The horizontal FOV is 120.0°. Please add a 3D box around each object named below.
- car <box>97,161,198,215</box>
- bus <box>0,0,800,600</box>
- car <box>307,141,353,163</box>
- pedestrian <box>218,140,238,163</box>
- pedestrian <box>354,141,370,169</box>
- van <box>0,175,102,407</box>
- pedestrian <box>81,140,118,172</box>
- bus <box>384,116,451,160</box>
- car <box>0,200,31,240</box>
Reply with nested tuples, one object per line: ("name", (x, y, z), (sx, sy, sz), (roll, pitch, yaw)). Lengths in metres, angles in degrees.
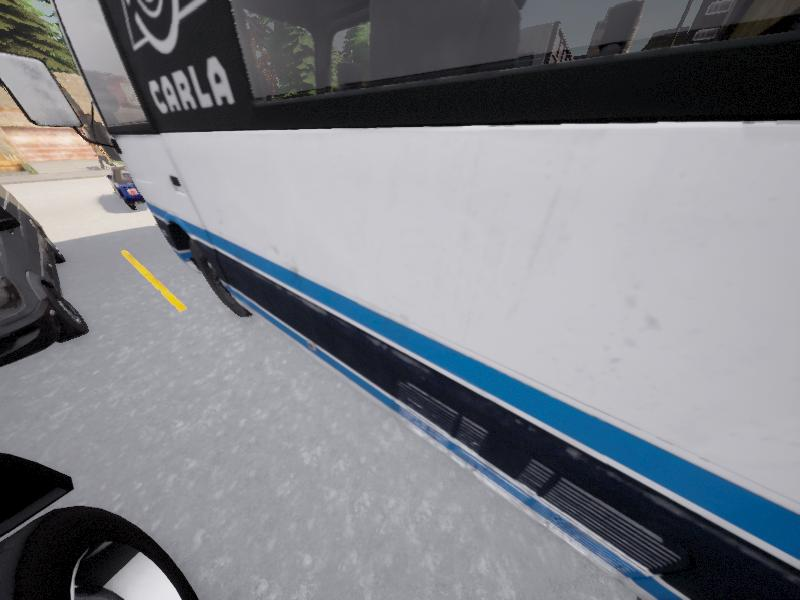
("car", (-10.503, -4.806, 9.542), (4.718, 1.301, 1.895), (27, 43, 32))
("bus", (1.116, -0.947, 1.577), (10.273, 4.253, 3.944), (23, 41, 29))
("car", (-7.775, -16.796, 26.080), (1.932, 1.855, 4.605), (22, 40, 27))
("pedestrian", (-16.878, -14.618, 22.716), (0.751, 1.860, 0.751), (21, 40, 26))
("pedestrian", (-2.995, -11.529, 18.412), (0.751, 1.860, 0.751), (22, 41, 28))
("van", (-6.593, -0.861, 2.900), (5.915, 2.561, 1.988), (24, 41, 30))
("pedestrian", (-21.529, -10.335, 16.602), (0.751, 1.860, 0.751), (20, 39, 25))
("bus", (2.674, -22.183, 31.743), (3.944, 4.253, 10.273), (22, 41, 28))
("car", (-12.386, -2.483, 6.007), (3.705, 1.549, 1.789), (15, 38, 20))
